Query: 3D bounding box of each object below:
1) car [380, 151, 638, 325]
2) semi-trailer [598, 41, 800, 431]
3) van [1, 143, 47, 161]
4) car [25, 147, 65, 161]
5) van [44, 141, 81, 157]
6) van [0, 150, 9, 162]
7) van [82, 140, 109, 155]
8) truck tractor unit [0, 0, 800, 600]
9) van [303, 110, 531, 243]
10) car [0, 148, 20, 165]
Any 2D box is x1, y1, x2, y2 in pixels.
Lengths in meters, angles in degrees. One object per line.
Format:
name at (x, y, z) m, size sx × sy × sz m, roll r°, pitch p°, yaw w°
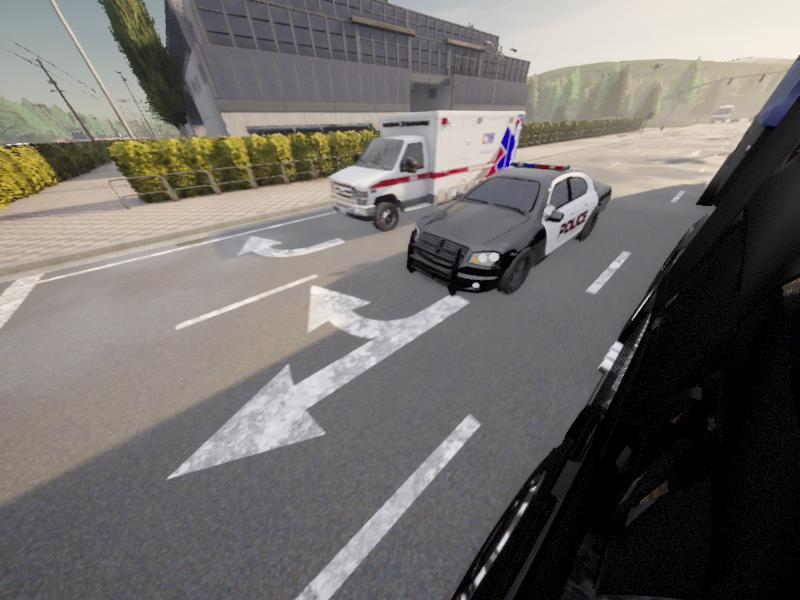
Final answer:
car at (2.287, -1.744, 4.544) m, size 4.974 × 1.542 × 2.038 m, roll -28°, pitch 44°, yaw -30°
semi-trailer at (8.709, -3.579, 4.245) m, size 14.254 × 4.402 × 2.717 m, roll -28°, pitch 44°, yaw -30°
van at (-58.275, -23.120, 35.932) m, size 2.069 × 2.038 × 4.480 m, roll -27°, pitch 43°, yaw -29°
car at (-51.149, -21.124, 33.441) m, size 1.994 × 1.385 × 4.181 m, roll -27°, pitch 43°, yaw -29°
van at (-57.233, -25.698, 39.323) m, size 2.069 × 2.038 × 4.480 m, roll -27°, pitch 43°, yaw -29°
van at (-60.137, -21.123, 33.362) m, size 2.069 × 2.038 × 4.480 m, roll -27°, pitch 43°, yaw -29°
van at (-56.230, -28.286, 42.768) m, size 1.775 × 1.987 × 4.442 m, roll -27°, pitch 43°, yaw -29°
truck tractor unit at (2.645, -0.295, 0.352) m, size 6.516 × 4.208 × 3.053 m, roll -28°, pitch 44°, yaw -30°
van at (0.935, -4.132, 7.065) m, size 6.366 × 2.431 × 2.351 m, roll -28°, pitch 44°, yaw -30°
car at (-51.214, -17.969, 28.976) m, size 2.242 × 1.667 × 4.611 m, roll -27°, pitch 44°, yaw -29°
